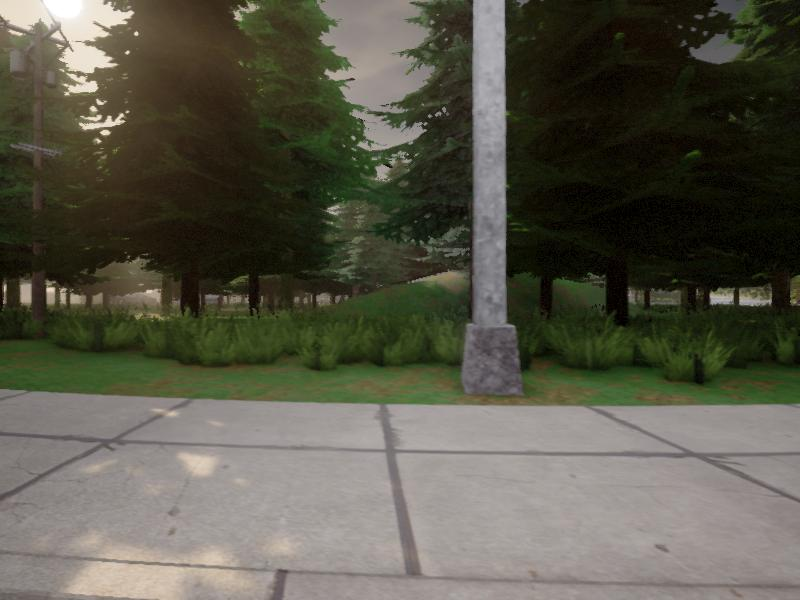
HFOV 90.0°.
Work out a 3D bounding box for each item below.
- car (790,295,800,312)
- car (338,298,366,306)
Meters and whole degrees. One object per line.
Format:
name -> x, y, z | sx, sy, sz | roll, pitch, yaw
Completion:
car -> 36.142, 0.293, 34.043 | 1.970, 1.475, 3.806 | 0, 0, -7
car -> -8.834, 0.362, 73.309 | 5.008, 1.535, 1.882 | 0, 0, 34
